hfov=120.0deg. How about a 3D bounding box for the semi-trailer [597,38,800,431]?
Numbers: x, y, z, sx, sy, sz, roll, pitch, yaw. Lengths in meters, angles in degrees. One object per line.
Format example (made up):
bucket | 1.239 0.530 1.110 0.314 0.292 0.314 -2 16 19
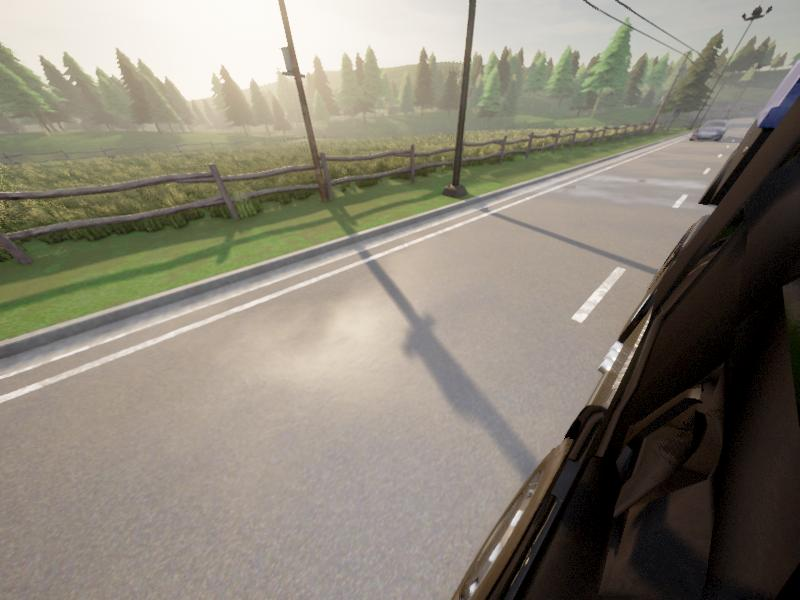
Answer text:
semi-trailer | 8.716 -3.593 4.211 14.254 4.402 2.717 -28 44 -30

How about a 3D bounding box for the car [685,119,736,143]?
car | 29.226 -15.901 21.701 4.856 1.649 2.033 -28 43 -30

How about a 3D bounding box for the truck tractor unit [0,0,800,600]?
truck tractor unit | 2.645 -0.295 0.351 6.516 4.208 3.053 -28 44 -30
